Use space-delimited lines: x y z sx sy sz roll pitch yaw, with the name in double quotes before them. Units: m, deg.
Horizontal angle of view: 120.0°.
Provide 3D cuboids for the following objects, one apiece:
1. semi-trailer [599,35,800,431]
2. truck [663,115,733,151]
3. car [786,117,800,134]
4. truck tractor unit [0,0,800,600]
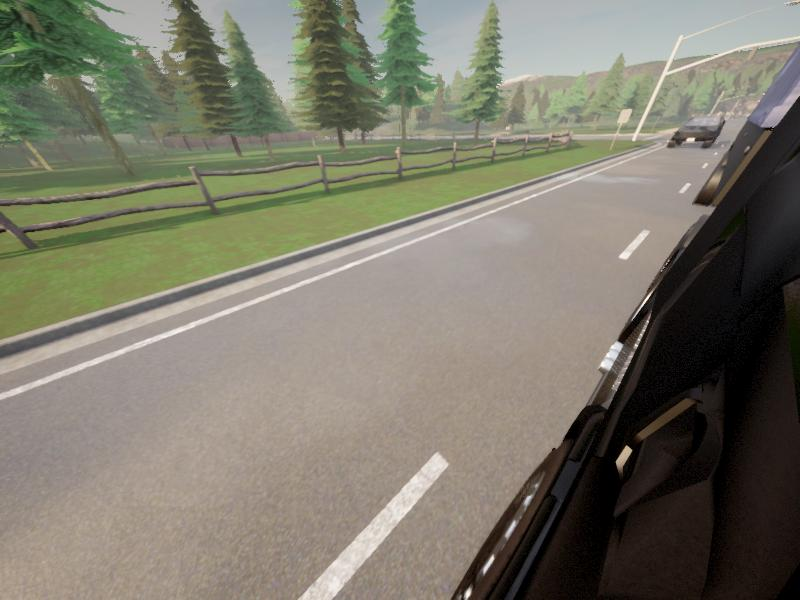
"semi-trailer" 8.665 -3.606 4.292 14.254 4.402 2.717 -28 44 -30
"truck" 24.606 -13.793 19.029 6.274 2.098 2.390 -28 43 -30
"car" 48.807 -20.691 27.252 2.033 1.649 4.856 26 45 34
"truck tractor unit" 2.645 -0.295 0.352 6.516 4.208 3.053 -28 44 -30
